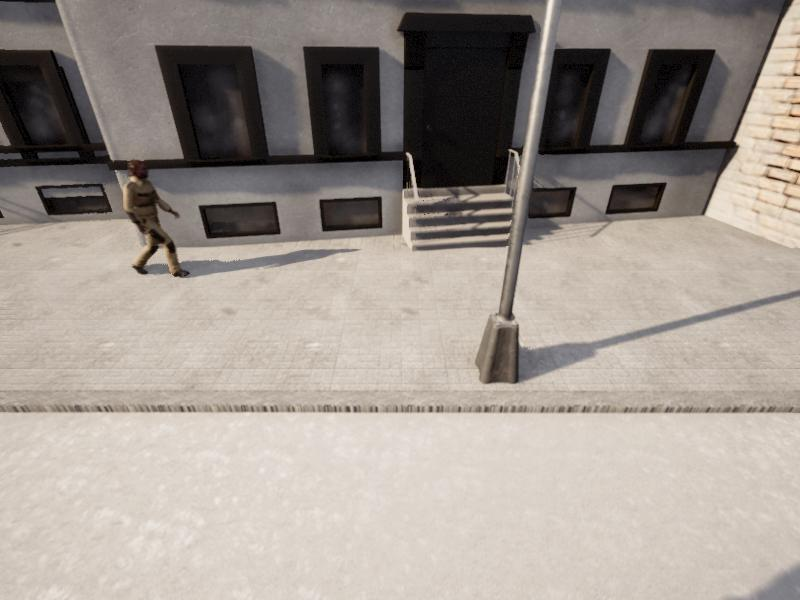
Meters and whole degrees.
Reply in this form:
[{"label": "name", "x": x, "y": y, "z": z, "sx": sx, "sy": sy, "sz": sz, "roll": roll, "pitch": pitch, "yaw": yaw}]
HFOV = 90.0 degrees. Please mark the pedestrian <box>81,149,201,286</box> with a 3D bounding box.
[{"label": "pedestrian", "x": -3.738, "y": -1.202, "z": 5.961, "sx": 0.751, "sy": 1.860, "sz": 0.751, "roll": 1, "pitch": 30, "yaw": 1}]
